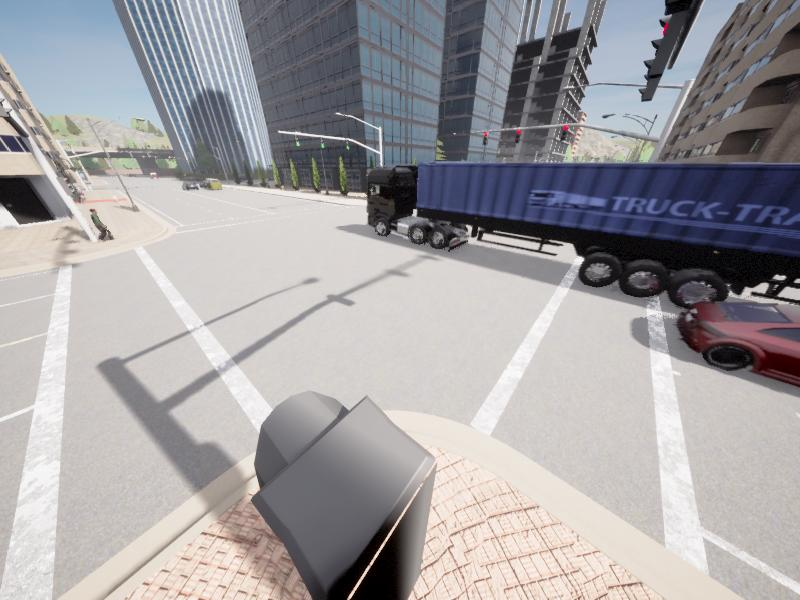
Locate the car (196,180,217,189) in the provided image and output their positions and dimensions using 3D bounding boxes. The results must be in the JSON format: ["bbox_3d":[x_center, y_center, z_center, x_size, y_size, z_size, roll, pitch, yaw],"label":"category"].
[{"bbox_3d":[-41.206,-24.667,49.204,4.514,1.525,2.007,23,37,34],"label":"car"}]

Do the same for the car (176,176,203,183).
[{"bbox_3d":[-60.767,-34.818,66.671,5.238,1.638,1.930,-2,30,-4],"label":"car"}]

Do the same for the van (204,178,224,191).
[{"bbox_3d":[-36.670,-22.748,45.421,4.442,1.987,1.775,26,39,37],"label":"van"}]

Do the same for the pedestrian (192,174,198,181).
[{"bbox_3d":[-63.951,-38.208,71.970,0.751,1.860,0.751,21,36,32],"label":"pedestrian"}]

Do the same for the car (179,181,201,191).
[{"bbox_3d":[-41.182,-22.370,45.225,4.514,1.525,2.007,23,37,34],"label":"car"}]

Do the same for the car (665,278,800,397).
[{"bbox_3d":[8.940,1.063,4.796,4.181,1.385,1.994,23,37,34],"label":"car"}]

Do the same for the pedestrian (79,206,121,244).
[{"bbox_3d":[-16.992,-4.259,13.100,0.751,1.860,0.751,22,37,33],"label":"pedestrian"}]

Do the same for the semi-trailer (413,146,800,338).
[{"bbox_3d":[7.107,-3.332,9.337,14.254,4.402,2.717,23,37,34],"label":"semi-trailer"}]

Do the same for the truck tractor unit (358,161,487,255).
[{"bbox_3d":[1.032,-5.808,13.772,6.516,4.208,3.053,23,38,34],"label":"truck tractor unit"}]
